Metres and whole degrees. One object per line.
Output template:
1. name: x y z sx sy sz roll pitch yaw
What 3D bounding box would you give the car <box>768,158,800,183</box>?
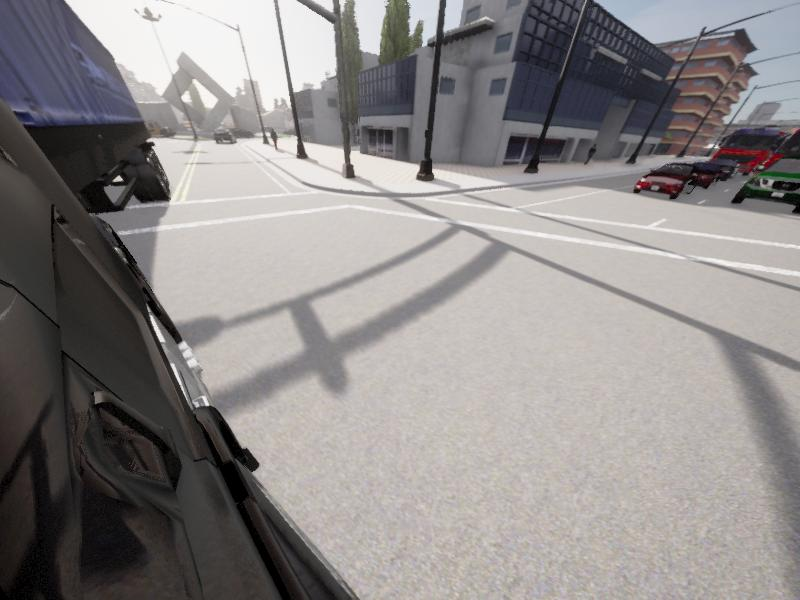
1. car: 34.510 -11.341 20.105 4.674 1.442 1.812 -21 42 -27

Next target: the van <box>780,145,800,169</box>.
1. van: 50.941 -17.968 28.872 6.366 2.431 2.351 -20 42 -28

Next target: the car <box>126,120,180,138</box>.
1. car: -36.038 -25.069 33.892 4.605 1.855 1.932 -7 37 -14

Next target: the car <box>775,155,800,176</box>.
1. car: 39.669 -13.355 22.943 4.193 1.474 1.816 -21 42 -27

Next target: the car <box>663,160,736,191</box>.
1. car: 20.385 -8.546 15.722 4.181 1.385 1.994 -19 41 -27

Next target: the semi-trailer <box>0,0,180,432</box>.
1. semi-trailer: -7.793 -4.079 4.976 2.717 4.402 14.254 -23 44 -31

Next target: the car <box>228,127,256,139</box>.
1. car: -28.249 -29.862 41.378 3.633 1.501 1.845 -29 47 -36

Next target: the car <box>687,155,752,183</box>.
1. car: 26.139 -10.755 18.874 4.974 1.542 2.038 -20 42 -27

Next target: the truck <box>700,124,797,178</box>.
1. truck: 33.605 -14.490 22.285 8.468 3.827 2.891 -21 42 -27

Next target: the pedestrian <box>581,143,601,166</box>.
1. pedestrian: 18.974 -14.464 22.957 0.751 1.860 0.751 -28 46 -36

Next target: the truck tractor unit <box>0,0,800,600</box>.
1. truck tractor unit: -2.645 -0.295 0.351 6.516 4.208 3.053 28 44 30

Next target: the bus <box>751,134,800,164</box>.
1. bus: 71.400 -28.188 43.326 10.273 4.253 3.944 -19 41 -29

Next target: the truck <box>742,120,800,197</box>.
1. truck: 27.342 -9.534 15.364 8.468 3.827 2.891 -20 42 -27

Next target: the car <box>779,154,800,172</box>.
1. car: 44.834 -15.322 25.768 3.806 1.475 1.970 -20 42 -27

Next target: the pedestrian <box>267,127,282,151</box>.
1. pedestrian: -12.004 -15.372 22.087 0.751 1.860 0.751 -15 40 -23

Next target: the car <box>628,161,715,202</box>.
1. car: 14.521 -6.453 12.363 4.193 1.474 1.816 -20 42 -28

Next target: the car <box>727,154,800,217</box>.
1. car: 18.686 -5.675 11.097 5.566 2.045 2.150 -20 42 -28

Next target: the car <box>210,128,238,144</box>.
1. car: -23.200 -21.746 30.618 1.837 1.490 4.892 -12 38 -19
